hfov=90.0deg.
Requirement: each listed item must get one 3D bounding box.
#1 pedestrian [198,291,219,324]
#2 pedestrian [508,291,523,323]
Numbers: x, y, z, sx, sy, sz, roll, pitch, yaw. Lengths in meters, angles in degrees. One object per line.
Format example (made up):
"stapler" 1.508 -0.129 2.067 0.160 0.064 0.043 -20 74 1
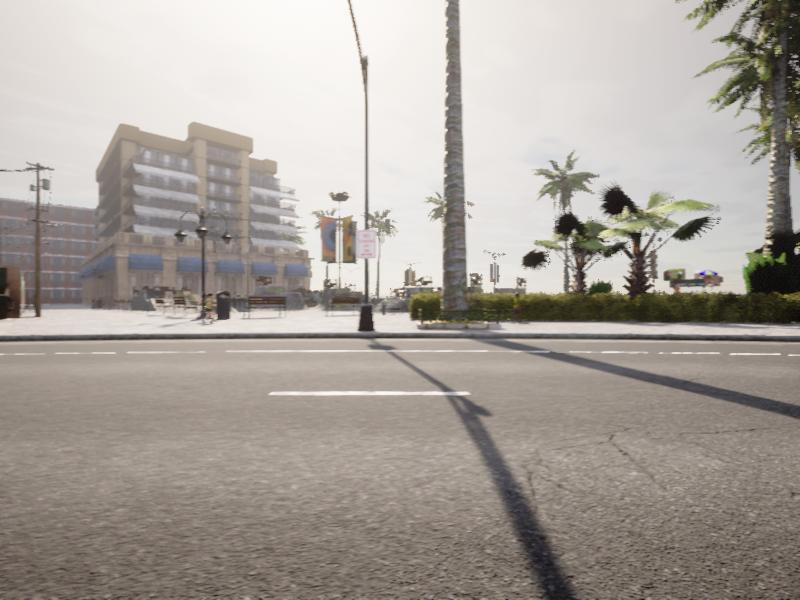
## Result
"pedestrian" -6.549 0.257 13.683 0.500 1.100 0.500 0 0 -6
"pedestrian" 4.090 0.254 14.198 0.500 1.100 0.500 0 0 12
